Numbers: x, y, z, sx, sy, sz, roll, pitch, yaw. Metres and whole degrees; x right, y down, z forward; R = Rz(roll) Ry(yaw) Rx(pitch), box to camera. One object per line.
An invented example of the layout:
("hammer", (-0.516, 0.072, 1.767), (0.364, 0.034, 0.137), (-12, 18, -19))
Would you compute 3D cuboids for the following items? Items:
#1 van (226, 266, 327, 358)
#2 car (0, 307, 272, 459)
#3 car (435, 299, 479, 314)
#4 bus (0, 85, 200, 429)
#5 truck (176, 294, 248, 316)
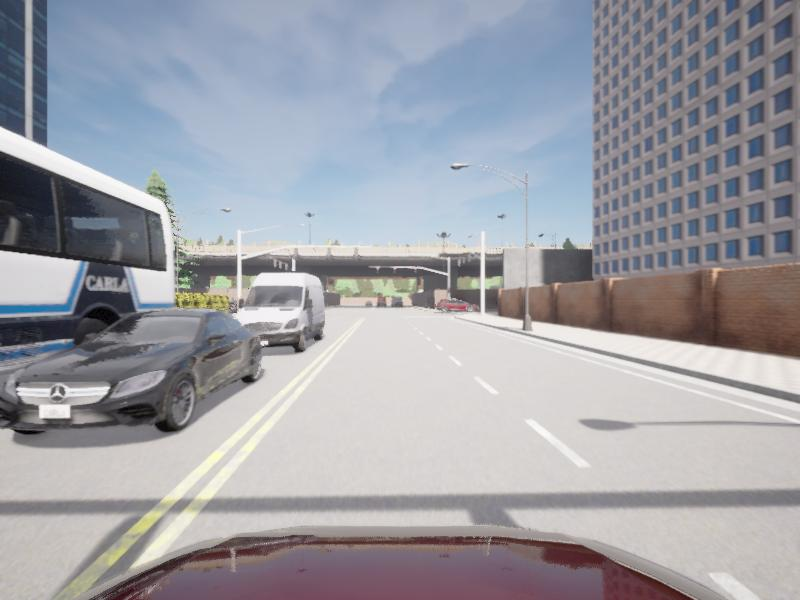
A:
("van", (-3.984, 0.329, 14.127), (1.988, 2.561, 5.915), (0, 0, -3))
("car", (-3.604, 0.873, 6.381), (1.812, 1.442, 4.674), (0, 0, -3))
("car", (6.572, 0.749, 46.154), (4.856, 1.649, 2.033), (0, 1, 9))
("bus", (-6.936, -0.530, 5.204), (3.944, 4.253, 10.273), (0, 0, -3))
("truck", (-19.194, 0.508, 41.120), (6.274, 2.098, 2.390), (0, 0, -3))
